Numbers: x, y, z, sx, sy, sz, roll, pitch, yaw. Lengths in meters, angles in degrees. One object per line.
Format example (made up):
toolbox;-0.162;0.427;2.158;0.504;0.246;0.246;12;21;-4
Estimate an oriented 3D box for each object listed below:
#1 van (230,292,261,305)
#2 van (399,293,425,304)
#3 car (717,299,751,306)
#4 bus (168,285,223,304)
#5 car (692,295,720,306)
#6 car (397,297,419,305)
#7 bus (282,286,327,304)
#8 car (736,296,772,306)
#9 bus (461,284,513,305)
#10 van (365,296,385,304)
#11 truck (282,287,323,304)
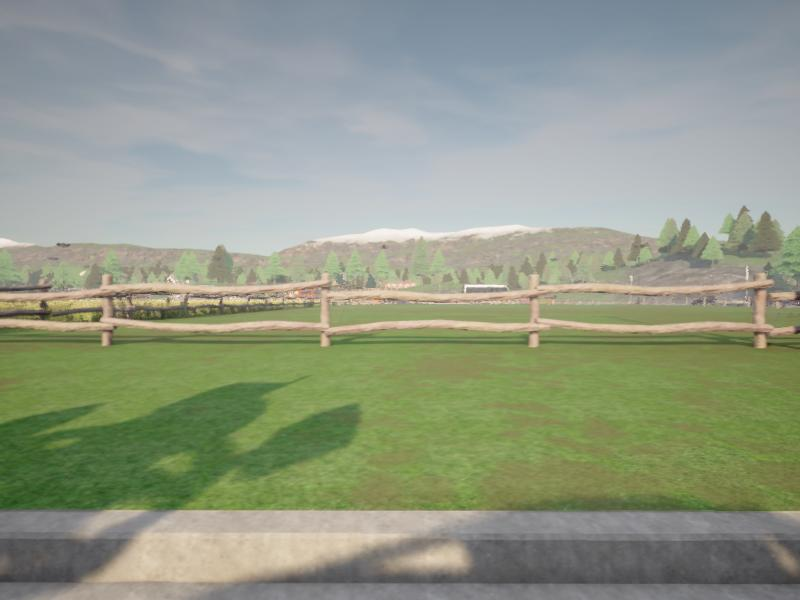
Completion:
van;-32.690;-0.339;84.845;5.915;2.561;1.988;0;0;0
van;2.693;-0.297;91.935;5.915;2.561;1.988;0;0;0
car;56.419;0.409;67.705;1.895;1.301;4.718;0;0;0
bus;-45.079;-1.192;88.438;10.273;4.253;3.944;0;0;0
car;52.908;0.107;69.306;1.905;1.878;3.866;0;0;0
car;1.687;0.225;84.937;4.611;1.667;2.242;0;0;0
bus;-23.559;-1.167;98.993;10.273;4.253;3.944;0;0;0
car;59.903;0.226;67.836;2.242;1.667;4.611;0;0;3
bus;18.368;-1.118;85.101;10.273;4.253;3.944;0;0;0
van;-5.636;-0.010;91.919;4.442;1.987;1.775;0;0;0
truck;-21.505;-0.951;88.372;8.468;3.827;2.891;0;0;0
